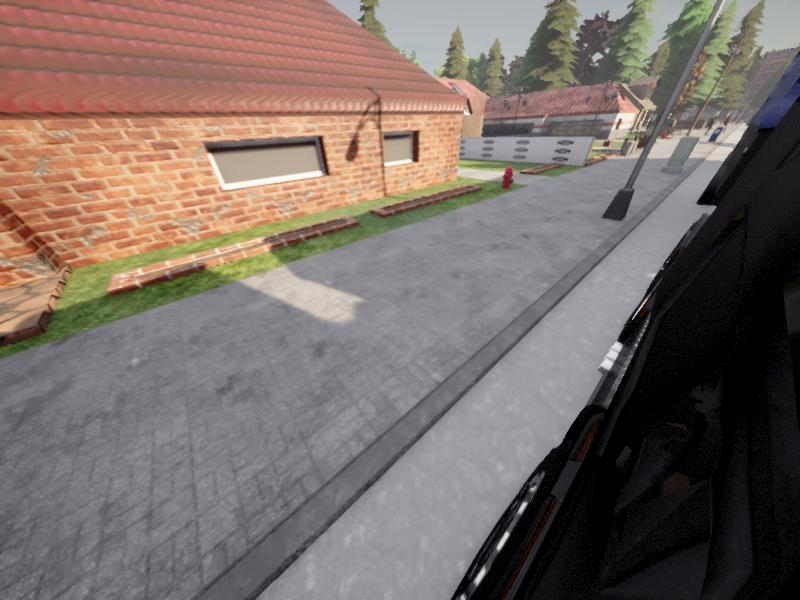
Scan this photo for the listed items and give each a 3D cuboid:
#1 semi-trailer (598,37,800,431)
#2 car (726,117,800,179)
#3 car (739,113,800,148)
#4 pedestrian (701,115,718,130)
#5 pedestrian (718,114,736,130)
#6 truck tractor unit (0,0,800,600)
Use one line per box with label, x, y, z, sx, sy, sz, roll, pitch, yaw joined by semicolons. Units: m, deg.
semi-trailer;8.694;-3.598;4.244;14.254;4.402;2.717;-28;43;-30
car;16.751;-6.794;10.149;4.605;1.855;1.932;-28;43;-29
car;28.450;-13.048;17.789;3.866;1.878;1.905;-29;44;-29
pedestrian;48.444;-27.789;36.155;0.751;1.860;0.751;-28;43;-30
pedestrian;49.674;-27.063;35.093;0.751;1.860;0.751;-27;43;-29
truck tractor unit;2.645;-0.295;0.351;6.516;4.208;3.053;-28;44;-30
